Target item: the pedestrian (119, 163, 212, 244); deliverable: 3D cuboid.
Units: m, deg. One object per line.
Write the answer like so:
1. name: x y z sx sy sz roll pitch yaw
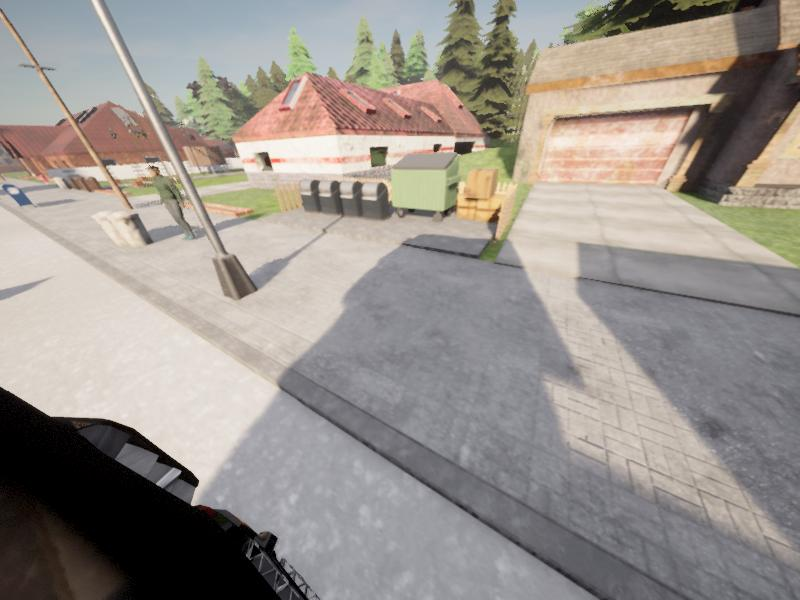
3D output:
1. pedestrian: -6.073 -2.532 6.129 0.751 1.860 0.751 7 35 14
